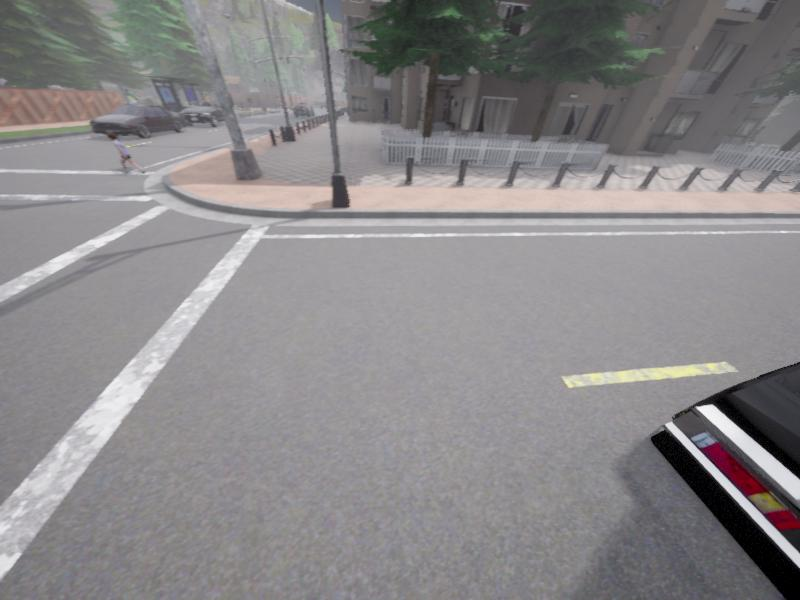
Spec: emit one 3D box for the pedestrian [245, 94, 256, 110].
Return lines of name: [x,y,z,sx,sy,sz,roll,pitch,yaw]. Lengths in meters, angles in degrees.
pedestrian: [-24.648,-32.575,38.033,0.751,1.860,0.751,-4,41,-8]

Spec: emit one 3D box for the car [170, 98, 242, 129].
car: [-15.399,-15.230,18.794,2.152,1.651,5.027,-1,41,-5]

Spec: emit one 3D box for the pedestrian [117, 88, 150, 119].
pedestrian: [-21.573,-15.941,18.742,0.751,1.860,0.751,-1,41,-5]

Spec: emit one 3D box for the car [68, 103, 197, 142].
car: [-14.773,-10.423,13.376,2.033,1.411,5.357,-1,41,-5]

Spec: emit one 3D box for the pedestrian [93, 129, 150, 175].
pedestrian: [-8.452,-4.512,7.073,0.500,1.100,0.500,-7,41,-11]

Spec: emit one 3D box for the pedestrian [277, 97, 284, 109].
pedestrian: [-25.557,-42.166,49.429,0.751,1.860,0.751,-7,42,-12]

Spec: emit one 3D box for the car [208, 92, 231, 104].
car: [-40.949,-45.952,52.614,1.932,1.855,4.605,-2,41,-6]

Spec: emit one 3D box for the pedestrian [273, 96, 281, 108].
pedestrian: [-26.452,-42.653,49.705,0.751,1.860,0.751,-4,41,-9]

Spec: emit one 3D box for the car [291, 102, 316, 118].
car: [-13.451,-26.742,32.497,2.038,1.542,4.974,-1,41,-5]

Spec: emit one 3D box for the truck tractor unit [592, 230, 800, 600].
truck tractor unit: [5.390,0.200,0.162,6.516,4.208,3.053,-3,41,-7]
